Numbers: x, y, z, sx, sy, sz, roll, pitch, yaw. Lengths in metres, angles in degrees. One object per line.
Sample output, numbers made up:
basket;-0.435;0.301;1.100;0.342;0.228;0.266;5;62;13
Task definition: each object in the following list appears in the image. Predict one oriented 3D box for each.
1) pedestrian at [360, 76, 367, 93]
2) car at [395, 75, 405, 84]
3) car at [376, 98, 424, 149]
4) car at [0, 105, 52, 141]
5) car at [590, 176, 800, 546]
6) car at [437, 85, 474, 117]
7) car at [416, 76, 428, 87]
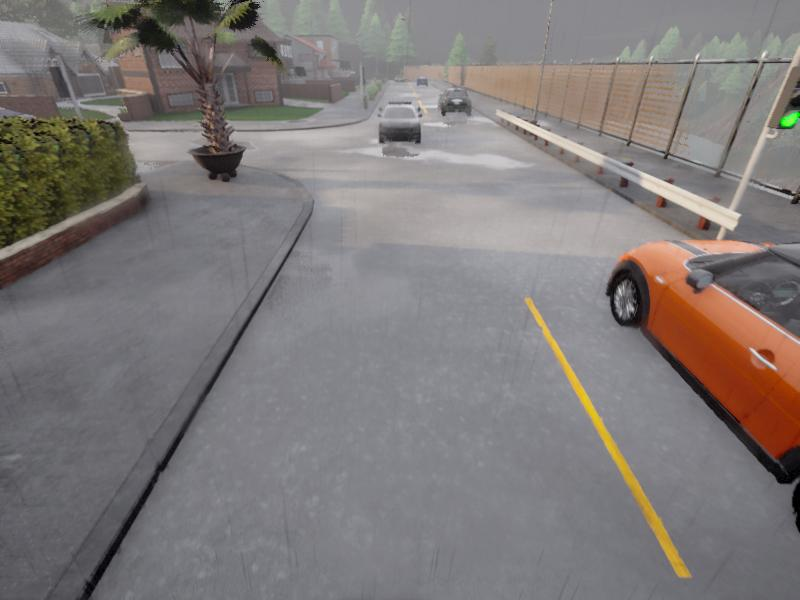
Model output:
pedestrian;-4.671;-27.803;51.564;0.751;1.860;0.751;0;30;-1
car;-0.044;-47.696;86.419;2.152;1.651;5.027;0;30;0
car;-0.003;-8.490;18.947;1.930;1.638;5.238;0;30;0
car;-19.977;-8.555;19.322;4.181;1.385;1.994;-1;30;-2
car;3.980;0.270;3.787;2.097;1.767;4.553;0;30;0
car;3.961;-14.662;29.372;2.097;1.767;4.553;0;30;1
car;3.972;-39.506;72.192;1.882;1.535;5.008;0;30;0
